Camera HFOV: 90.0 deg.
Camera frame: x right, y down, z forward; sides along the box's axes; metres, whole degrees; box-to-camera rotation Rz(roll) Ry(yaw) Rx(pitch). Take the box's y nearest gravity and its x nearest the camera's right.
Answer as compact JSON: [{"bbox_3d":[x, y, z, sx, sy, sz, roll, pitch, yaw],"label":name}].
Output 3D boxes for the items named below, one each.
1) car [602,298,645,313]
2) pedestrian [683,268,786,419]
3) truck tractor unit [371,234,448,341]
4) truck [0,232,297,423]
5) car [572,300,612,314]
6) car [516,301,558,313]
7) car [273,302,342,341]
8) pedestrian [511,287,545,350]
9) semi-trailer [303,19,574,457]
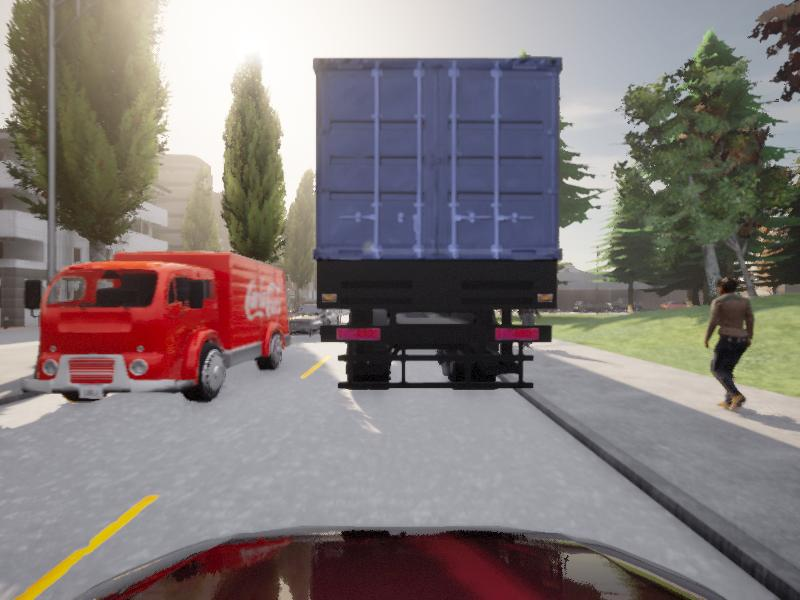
[{"bbox_3d":[29.507,0.719,52.934,4.605,1.855,1.932,0,0,-1],"label":"car"},{"bbox_3d":[4.415,0.540,5.333,0.751,1.860,0.751,0,0,3],"label":"pedestrian"},{"bbox_3d":[0.324,-0.493,19.054,3.053,4.208,6.516,0,0,-1],"label":"truck tractor unit"},{"bbox_3d":[-3.996,0.369,7.774,2.627,2.467,5.204,0,0,0],"label":"truck"},{"bbox_3d":[23.438,0.847,48.922,3.988,1.617,1.851,0,0,0],"label":"car"},{"bbox_3d":[18.108,0.909,52.971,4.892,1.490,1.837,0,0,-1],"label":"car"},{"bbox_3d":[-3.998,0.849,18.221,2.038,1.542,4.974,0,0,0],"label":"car"},{"bbox_3d":[3.905,0.548,12.239,0.751,1.860,0.751,0,0,-8],"label":"pedestrian"},{"bbox_3d":[0.368,-0.602,11.142,2.717,4.402,14.254,0,0,0],"label":"semi-trailer"}]
